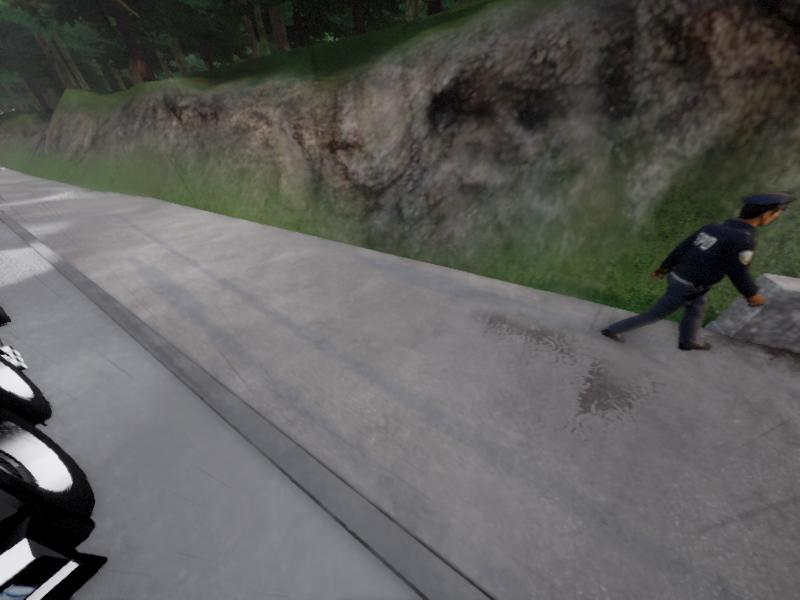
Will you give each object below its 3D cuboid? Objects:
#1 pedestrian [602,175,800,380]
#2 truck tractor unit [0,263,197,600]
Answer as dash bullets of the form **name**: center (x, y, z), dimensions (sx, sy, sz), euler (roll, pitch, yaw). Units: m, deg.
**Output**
- **pedestrian**: center (3.080, -0.184, 2.392), dimensions (0.751, 1.860, 0.751), euler (16, 38, 22)
- **truck tractor unit**: center (-5.111, -0.299, 0.786), dimensions (6.516, 4.208, 3.053), euler (18, 39, 24)
